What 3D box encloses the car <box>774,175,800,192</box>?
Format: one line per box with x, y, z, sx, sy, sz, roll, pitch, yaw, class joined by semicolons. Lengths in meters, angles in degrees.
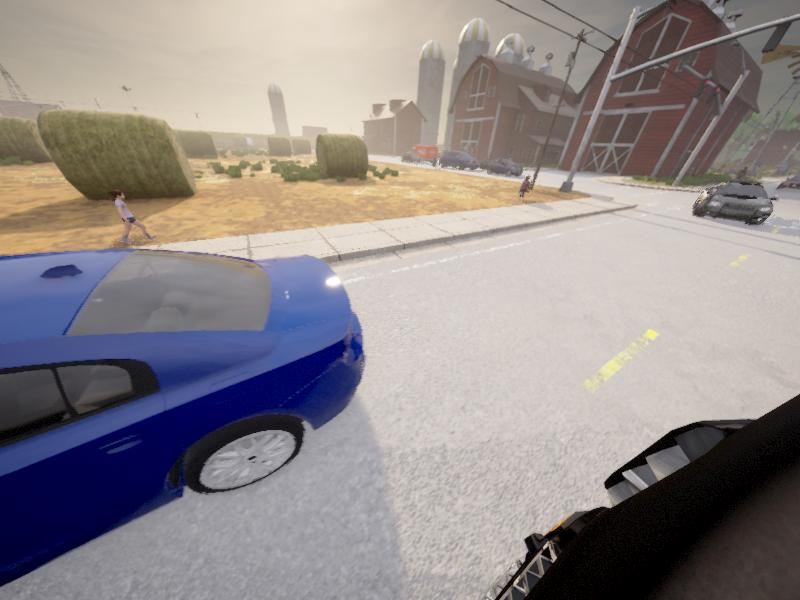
43.592;-12.771;25.292;4.181;1.385;1.994;-16;38;-26;car

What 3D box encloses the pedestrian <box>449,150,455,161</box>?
10.985;-30.486;48.683;0.751;1.860;0.751;-18;39;-28;pedestrian

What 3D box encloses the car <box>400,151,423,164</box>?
1.825;-22.884;37.116;1.789;1.549;3.705;-17;38;-27;car

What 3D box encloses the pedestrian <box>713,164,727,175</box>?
64.198;-26.205;46.343;0.751;1.860;0.751;-17;38;-27;pedestrian

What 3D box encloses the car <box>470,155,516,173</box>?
11.704;-17.373;29.493;2.152;1.651;5.027;-17;38;-27;car

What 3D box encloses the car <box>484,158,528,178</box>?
11.215;-14.091;24.599;1.845;1.501;3.633;-17;38;-27;car

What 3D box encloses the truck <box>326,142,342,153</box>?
-18.121;-41.952;63.484;2.627;2.467;5.204;-17;38;-27;truck

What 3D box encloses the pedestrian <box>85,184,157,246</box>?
-5.833;-1.791;4.875;0.500;1.100;0.500;23;39;28;pedestrian

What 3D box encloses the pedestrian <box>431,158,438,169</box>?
3.947;-15.466;26.194;0.500;1.100;0.500;24;39;28;pedestrian

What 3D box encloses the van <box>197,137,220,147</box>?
-54.021;-44.768;65.423;4.480;2.038;2.069;-16;38;-26;van

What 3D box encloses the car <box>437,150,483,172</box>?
7.492;-17.805;29.451;2.150;2.045;5.566;-17;38;-27;car

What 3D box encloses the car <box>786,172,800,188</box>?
52.691;-15.533;29.902;5.238;1.638;1.930;-16;38;-26;car

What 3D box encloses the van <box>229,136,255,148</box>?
-48.784;-48.783;71.378;5.915;2.561;1.988;-16;38;-26;van

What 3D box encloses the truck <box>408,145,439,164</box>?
3.920;-25.012;39.630;2.627;2.467;5.204;-18;39;-26;truck

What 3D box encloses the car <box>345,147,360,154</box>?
-12.848;-40.327;62.250;2.038;1.542;4.974;-17;38;-27;car

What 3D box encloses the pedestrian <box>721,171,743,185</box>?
37.056;-13.603;25.787;0.751;1.300;0.751;-17;39;-28;pedestrian

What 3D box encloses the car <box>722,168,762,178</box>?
69.506;-25.884;47.033;1.994;1.385;4.181;-18;39;-28;car

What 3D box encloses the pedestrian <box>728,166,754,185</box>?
38.123;-13.928;25.851;0.751;1.860;0.751;-24;42;-35;pedestrian

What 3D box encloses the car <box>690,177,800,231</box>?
15.663;-4.695;10.825;4.974;1.542;2.038;-27;43;-36;car

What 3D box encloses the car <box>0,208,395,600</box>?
-2.698;0.645;1.381;5.008;1.535;1.882;-16;38;-26;car

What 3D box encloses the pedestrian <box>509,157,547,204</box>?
5.893;-5.545;10.735;0.751;1.860;0.751;-19;39;-30;pedestrian
